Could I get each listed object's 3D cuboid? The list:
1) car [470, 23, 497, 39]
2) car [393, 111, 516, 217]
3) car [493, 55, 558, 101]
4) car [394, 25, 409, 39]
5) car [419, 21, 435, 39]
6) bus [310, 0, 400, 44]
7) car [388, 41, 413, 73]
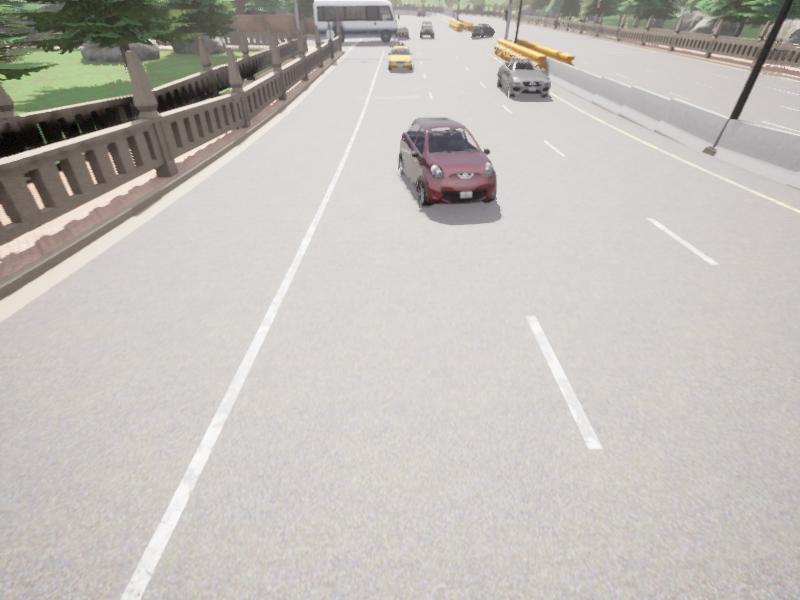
[{"bbox_3d":[11.764,-37.795,56.155,1.851,1.617,3.988,25,44,29],"label":"car"},{"bbox_3d":[1.058,-3.443,9.675,1.845,1.501,3.633,-6,34,-9],"label":"car"},{"bbox_3d":[7.007,-12.874,23.017,2.152,1.651,5.027,0,37,0],"label":"car"},{"bbox_3d":[0.207,-37.074,55.395,1.994,1.385,4.181,1,37,1],"label":"car"},{"bbox_3d":[3.699,-37.106,55.006,1.905,1.878,3.866,0,37,0],"label":"car"},{"bbox_3d":[-5.293,-34.082,49.025,10.273,4.253,3.944,-3,37,-3],"label":"bus"},{"bbox_3d":[0.057,-18.971,31.156,1.801,1.575,5.366,0,37,0],"label":"car"}]
